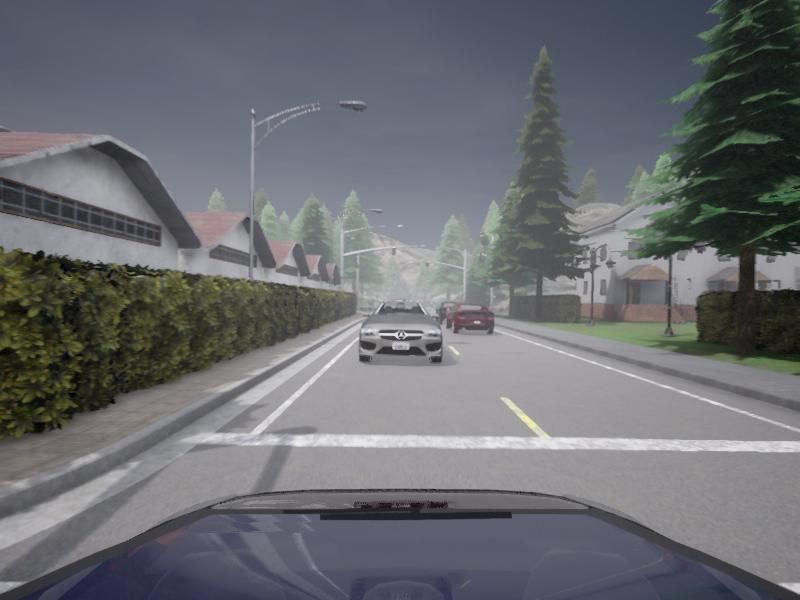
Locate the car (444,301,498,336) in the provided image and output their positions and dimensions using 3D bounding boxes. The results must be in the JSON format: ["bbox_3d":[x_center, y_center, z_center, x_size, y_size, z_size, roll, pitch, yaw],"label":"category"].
[{"bbox_3d":[3.533,0.874,20.773,1.882,1.535,5.008,1,0,0],"label":"car"}]

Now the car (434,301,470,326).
[{"bbox_3d":[3.538,0.849,28.156,1.882,1.535,5.008,1,0,0],"label":"car"}]

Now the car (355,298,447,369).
[{"bbox_3d":[0.026,0.802,12.008,2.152,1.651,5.027,1,0,0],"label":"car"}]
